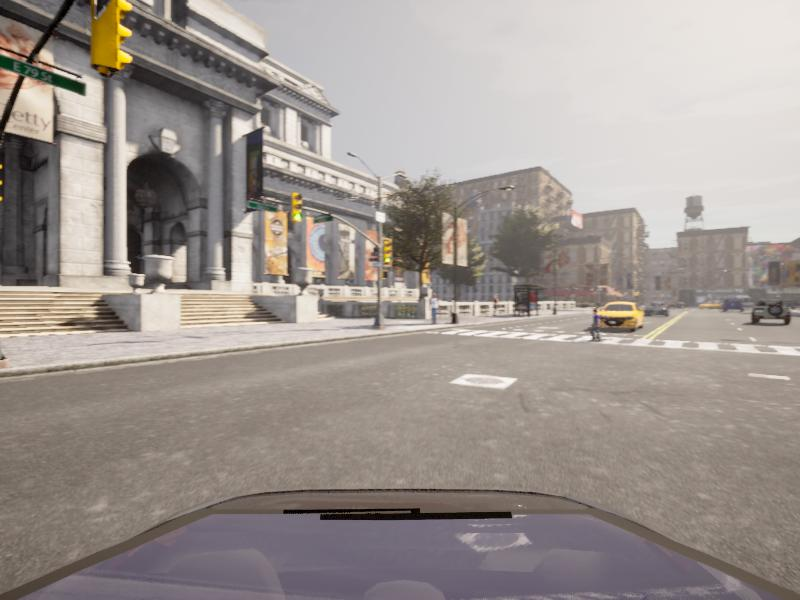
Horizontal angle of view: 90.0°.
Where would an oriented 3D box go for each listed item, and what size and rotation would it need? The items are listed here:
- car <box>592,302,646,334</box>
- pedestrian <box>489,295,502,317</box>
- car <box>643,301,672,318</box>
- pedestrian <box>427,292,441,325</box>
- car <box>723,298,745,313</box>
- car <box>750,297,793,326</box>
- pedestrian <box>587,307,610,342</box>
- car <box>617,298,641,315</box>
[{"bbox_3d":[12.128,0.860,21.948,1.882,1.535,5.008,0,0,37],"label":"car"},{"bbox_3d":[8.329,0.512,34.891,0.751,1.860,0.751,0,0,45],"label":"pedestrian"},{"bbox_3d":[25.407,0.906,39.421,2.007,1.525,4.514,0,0,37],"label":"car"},{"bbox_3d":[1.959,0.492,22.882,0.751,1.860,0.751,0,0,11],"label":"pedestrian"},{"bbox_3d":[48.649,0.720,58.213,2.150,2.045,5.566,0,0,44],"label":"car"},{"bbox_3d":[25.747,0.731,27.685,4.605,1.855,1.932,0,0,-44],"label":"car"},{"bbox_3d":[7.675,0.941,15.508,0.751,1.300,0.751,0,0,21],"label":"pedestrian"},{"bbox_3d":[27.391,0.736,47.811,1.932,1.855,4.605,0,0,37],"label":"car"}]
